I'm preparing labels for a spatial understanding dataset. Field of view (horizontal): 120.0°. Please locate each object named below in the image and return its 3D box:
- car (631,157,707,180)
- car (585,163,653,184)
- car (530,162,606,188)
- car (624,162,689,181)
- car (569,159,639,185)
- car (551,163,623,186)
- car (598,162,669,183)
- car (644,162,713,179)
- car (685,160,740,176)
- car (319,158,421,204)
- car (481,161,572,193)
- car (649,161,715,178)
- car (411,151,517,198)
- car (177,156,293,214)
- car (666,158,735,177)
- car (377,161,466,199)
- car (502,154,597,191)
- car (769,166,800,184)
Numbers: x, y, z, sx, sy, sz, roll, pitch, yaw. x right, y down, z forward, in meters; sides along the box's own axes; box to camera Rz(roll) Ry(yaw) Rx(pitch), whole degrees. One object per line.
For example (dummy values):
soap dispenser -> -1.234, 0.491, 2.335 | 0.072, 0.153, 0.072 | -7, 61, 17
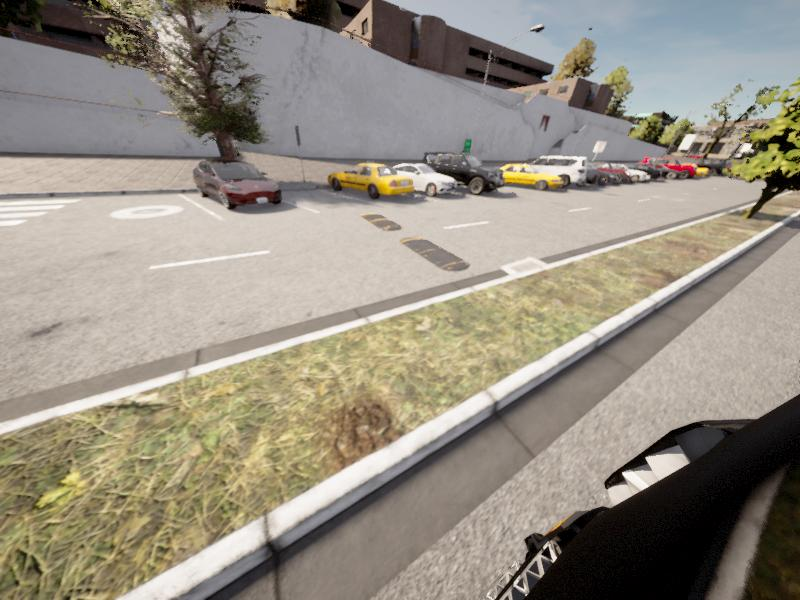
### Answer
car -> 32.528, -16.191, 28.290 | 5.566, 2.045, 2.435 | 26, 40, 32
car -> 22.017, -12.935, 23.441 | 4.674, 1.452, 2.002 | 26, 40, 32
car -> 14.130, -10.705, 19.663 | 4.792, 1.488, 2.163 | 26, 41, 32
car -> 29.901, -15.201, 27.186 | 4.792, 1.488, 2.163 | 26, 40, 32
car -> 19.380, -12.333, 22.109 | 4.553, 1.767, 2.185 | 26, 40, 32
car -> 16.780, -11.433, 20.927 | 4.674, 1.452, 2.002 | 26, 40, 32
car -> 24.641, -13.718, 24.668 | 5.008, 1.535, 2.097 | 26, 41, 32
car -> 35.259, -16.677, 29.595 | 5.366, 1.575, 1.946 | 26, 40, 32
car -> 48.233, -20.571, 35.909 | 4.553, 1.767, 2.185 | 26, 41, 32
car -> -1.708, -6.403, 12.091 | 5.366, 1.575, 1.946 | 27, 40, 32
car -> 9.056, -9.176, 17.002 | 5.366, 1.575, 1.946 | 26, 40, 32
car -> 37.590, -17.564, 31.048 | 5.366, 1.575, 1.946 | 26, 41, 32
car -> 3.711, -7.979, 14.408 | 5.566, 2.045, 2.435 | 26, 40, 32
car -> -6.780, -4.863, 9.439 | 4.792, 1.488, 2.163 | 26, 40, 32
car -> 42.950, -19.208, 33.344 | 5.566, 2.045, 2.435 | 26, 41, 32
car -> 1.052, -7.024, 13.303 | 4.674, 1.452, 2.002 | 26, 40, 32
car -> 11.521, -10.198, 18.245 | 5.566, 2.045, 2.435 | 26, 40, 32
car -> 48.339, -15.421, 28.346 | 4.611, 1.667, 2.242 | -16, 38, -25
